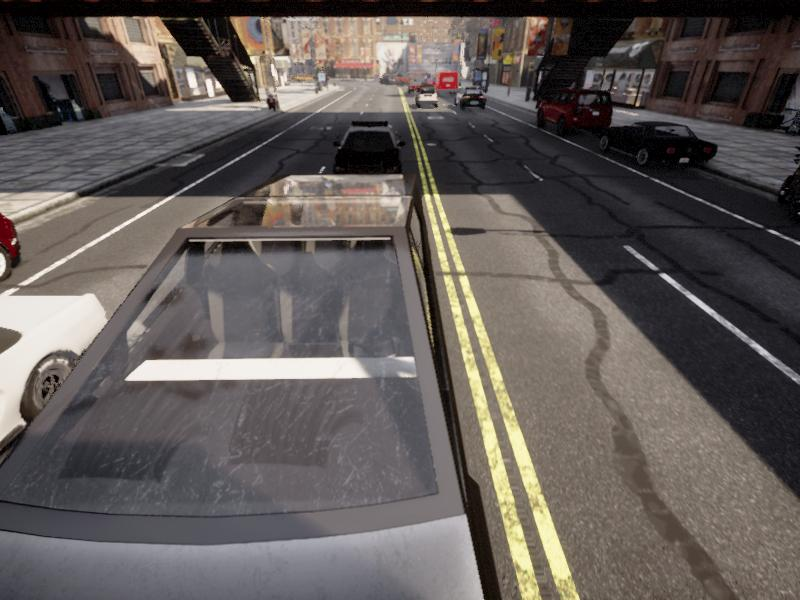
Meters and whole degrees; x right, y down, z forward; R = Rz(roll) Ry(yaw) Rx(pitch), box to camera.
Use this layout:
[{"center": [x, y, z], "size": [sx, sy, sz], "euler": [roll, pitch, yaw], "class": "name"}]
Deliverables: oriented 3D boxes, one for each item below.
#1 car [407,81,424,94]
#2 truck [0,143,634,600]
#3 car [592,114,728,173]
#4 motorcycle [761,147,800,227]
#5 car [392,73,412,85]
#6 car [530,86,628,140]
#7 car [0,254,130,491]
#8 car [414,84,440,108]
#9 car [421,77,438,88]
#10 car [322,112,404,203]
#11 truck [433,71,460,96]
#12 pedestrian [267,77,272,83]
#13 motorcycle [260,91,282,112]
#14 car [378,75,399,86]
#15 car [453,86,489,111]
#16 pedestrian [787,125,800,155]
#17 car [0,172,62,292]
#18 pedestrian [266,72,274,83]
[{"center": [1.962, -27.703, 52.111], "size": [1.895, 1.301, 4.718], "euler": [0, 30, -1], "class": "car"}, {"center": [-0.747, 0.178, 3.682], "size": [2.390, 2.098, 6.274], "euler": [-1, 30, -1], "class": "truck"}, {"center": [9.245, -5.926, 14.845], "size": [1.895, 1.301, 4.718], "euler": [-1, 30, -1], "class": "car"}, {"center": [9.287, -2.622, 9.173], "size": [0.764, 1.277, 2.356], "euler": [15, 34, 25], "class": "motorcycle"}, {"center": [0.332, -43.092, 77.963], "size": [2.097, 1.767, 4.553], "euler": [-15, 34, -24], "class": "car"}, {"center": [9.085, -9.973, 21.044], "size": [2.435, 2.045, 5.566], "euler": [-1, 30, -1], "class": "car"}, {"center": [-4.257, 1.264, 2.570], "size": [1.895, 1.301, 4.718], "euler": [0, 30, -1], "class": "car"}, {"center": [2.284, -17.722, 34.735], "size": [1.851, 1.617, 3.988], "euler": [0, 30, -1], "class": "car"}, {"center": [4.816, -36.150, 66.474], "size": [1.994, 1.385, 4.181], "euler": [-4, 31, -7], "class": "car"}, {"center": [-0.892, -4.537, 12.149], "size": [1.930, 1.638, 5.238], "euler": [0, 30, 0], "class": "car"}, {"center": [5.522, -26.204, 48.388], "size": [2.627, 2.467, 5.204], "euler": [0, 30, -1], "class": "truck"}, {"center": [-25.043, -42.260, 76.898], "size": [0.500, 1.100, 0.500], "euler": [24, 38, 35], "class": "pedestrian"}, {"center": [-9.553, -14.679, 29.597], "size": [0.856, 1.236, 1.805], "euler": [-17, 34, -27], "class": "motorcycle"}, {"center": [-2.169, -41.556, 75.586], "size": [2.242, 1.667, 4.611], "euler": [-15, 34, -24], "class": "car"}, {"center": [5.808, -16.915, 33.427], "size": [2.038, 1.542, 4.974], "euler": [0, 30, -1], "class": "car"}, {"center": [15.253, -6.297, 14.574], "size": [0.751, 1.860, 0.751], "euler": [-3, 30, -5], "class": "pedestrian"}, {"center": [-7.311, -0.219, 4.875], "size": [2.231, 1.521, 4.892], "euler": [-1, 30, -1], "class": "car"}, {"center": [-25.146, -42.992, 77.397], "size": [0.751, 1.860, 0.751], "euler": [-27, 39, -37], "class": "pedestrian"}]
